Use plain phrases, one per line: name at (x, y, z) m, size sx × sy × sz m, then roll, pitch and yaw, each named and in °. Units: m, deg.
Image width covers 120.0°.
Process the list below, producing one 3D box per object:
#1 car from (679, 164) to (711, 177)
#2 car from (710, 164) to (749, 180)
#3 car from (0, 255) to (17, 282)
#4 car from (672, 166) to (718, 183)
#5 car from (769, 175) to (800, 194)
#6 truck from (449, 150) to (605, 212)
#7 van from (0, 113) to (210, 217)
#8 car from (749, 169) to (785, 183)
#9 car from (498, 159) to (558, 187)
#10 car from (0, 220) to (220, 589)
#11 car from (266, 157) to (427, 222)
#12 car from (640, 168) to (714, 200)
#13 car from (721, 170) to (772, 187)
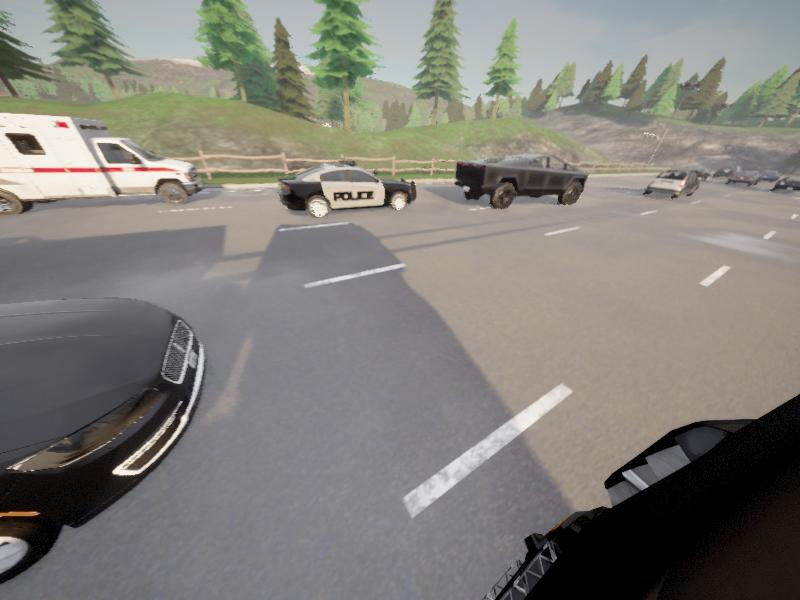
car at (46.742, -20.593, 36.608) m, size 4.514 × 1.525 × 2.007 m, roll -18°, pitch 39°, yaw -28°
car at (48.436, -18.884, 33.952) m, size 4.553 × 1.767 × 2.097 m, roll -17°, pitch 39°, yaw -27°
car at (-7.908, -0.208, 2.254) m, size 3.633 × 1.501 × 1.845 m, roll -16°, pitch 38°, yaw -26°
car at (34.286, -14.643, 26.830) m, size 5.008 × 1.535 × 1.882 m, roll -16°, pitch 38°, yaw -26°
car at (36.836, -10.769, 21.474) m, size 4.718 × 1.301 × 1.895 m, roll -16°, pitch 38°, yaw -26°
truck at (5.821, -5.693, 10.916) m, size 6.274 × 2.098 × 2.390 m, roll -10°, pitch 36°, yaw -18°
van at (-10.568, -4.318, 7.363) m, size 6.366 × 2.431 × 2.351 m, roll -16°, pitch 38°, yaw -26°
car at (50.522, -17.065, 31.781) m, size 4.181 × 1.385 × 1.994 m, roll -17°, pitch 39°, yaw -28°
car at (9.873, -9.882, 17.883) m, size 3.988 × 1.617 × 1.851 m, roll -16°, pitch 38°, yaw -26°
car at (-3.975, 0.926, 0.888) m, size 4.892 × 1.490 × 1.837 m, roll -16°, pitch 38°, yaw -26°
car at (-1.781, -4.278, 8.659) m, size 5.238 × 1.638 × 1.930 m, roll -16°, pitch 38°, yaw -26°
car at (18.623, -7.895, 15.575) m, size 3.988 × 1.617 × 1.851 m, roll -16°, pitch 38°, yaw -26°
car at (38.387, -13.511, 25.580) m, size 5.357 × 1.411 × 2.033 m, roll -16°, pitch 38°, yaw -26°
